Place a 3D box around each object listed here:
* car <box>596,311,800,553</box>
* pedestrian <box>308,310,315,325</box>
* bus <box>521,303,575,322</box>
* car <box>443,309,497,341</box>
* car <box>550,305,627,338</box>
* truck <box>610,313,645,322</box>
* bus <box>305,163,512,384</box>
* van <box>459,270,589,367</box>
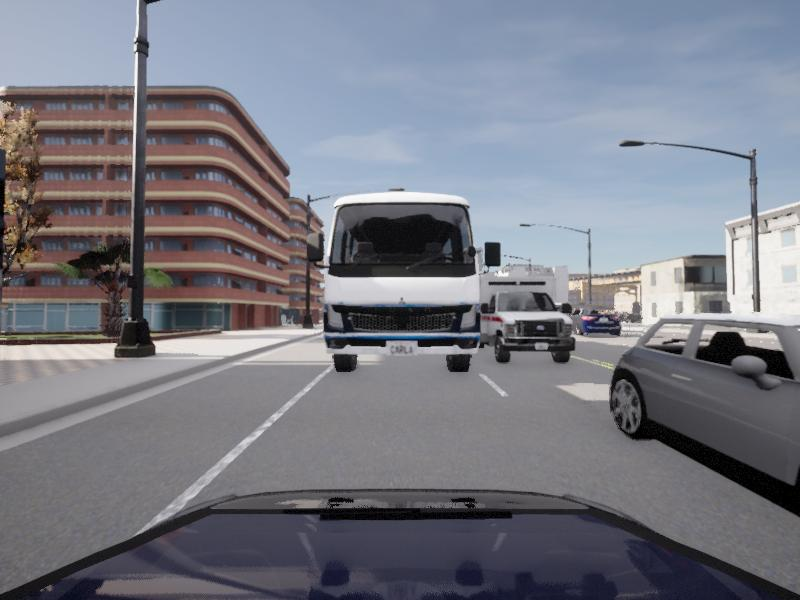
[{"bbox_3d":[3.523,0.868,3.290,1.970,1.475,3.806,0,0,0],"label":"car"},{"bbox_3d":[-10.639,2.077,47.942,0.751,1.860,0.751,0,-2,-5],"label":"pedestrian"},{"bbox_3d":[32.180,2.729,87.553,10.273,4.253,3.944,0,-2,0],"label":"bus"},{"bbox_3d":[3.433,1.216,20.508,1.812,1.442,4.674,0,-2,-2],"label":"car"},{"bbox_3d":[10.619,1.189,22.970,2.242,1.667,4.611,0,-2,0],"label":"car"},{"bbox_3d":[49.930,3.816,87.922,6.274,2.098,2.390,0,-2,2],"label":"truck"},{"bbox_3d":[0.189,-0.386,12.797,3.944,4.253,10.273,0,-2,0],"label":"bus"},{"bbox_3d":[3.569,0.529,13.229,2.351,2.431,6.366,0,-1,0],"label":"van"}]
